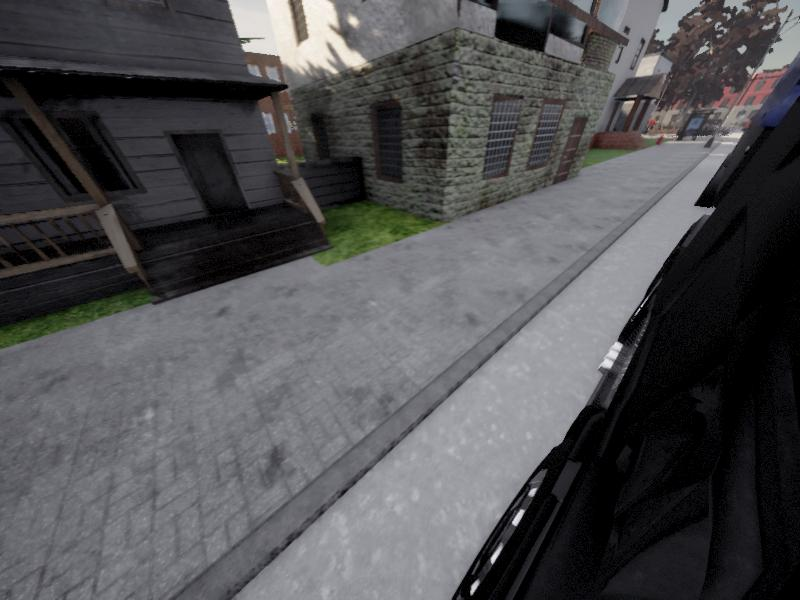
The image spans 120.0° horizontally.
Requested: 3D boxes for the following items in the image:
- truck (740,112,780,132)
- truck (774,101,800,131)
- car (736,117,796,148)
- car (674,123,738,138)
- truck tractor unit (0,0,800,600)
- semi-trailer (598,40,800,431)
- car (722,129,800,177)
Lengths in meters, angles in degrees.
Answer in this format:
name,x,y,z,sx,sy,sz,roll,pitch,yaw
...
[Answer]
name,x,y,z,sx,sy,sz,roll,pitch,yaw
truck,61.022,-30.238,39.275,5.204,2.467,2.627,-28,44,-30
truck,67.547,-31.108,38.962,8.468,3.827,2.891,-28,43,-30
car,31.372,-14.384,19.854,4.605,1.855,1.932,-28,44,-29
car,40.437,-22.569,30.800,4.892,1.490,1.837,27,46,34
truck tractor unit,2.645,-0.295,0.351,6.516,4.208,3.053,-28,44,-30
semi-trailer,8.700,-3.571,4.274,14.254,4.402,2.717,-28,43,-30
car,18.160,-7.341,11.330,4.902,1.511,2.128,-28,43,-30
